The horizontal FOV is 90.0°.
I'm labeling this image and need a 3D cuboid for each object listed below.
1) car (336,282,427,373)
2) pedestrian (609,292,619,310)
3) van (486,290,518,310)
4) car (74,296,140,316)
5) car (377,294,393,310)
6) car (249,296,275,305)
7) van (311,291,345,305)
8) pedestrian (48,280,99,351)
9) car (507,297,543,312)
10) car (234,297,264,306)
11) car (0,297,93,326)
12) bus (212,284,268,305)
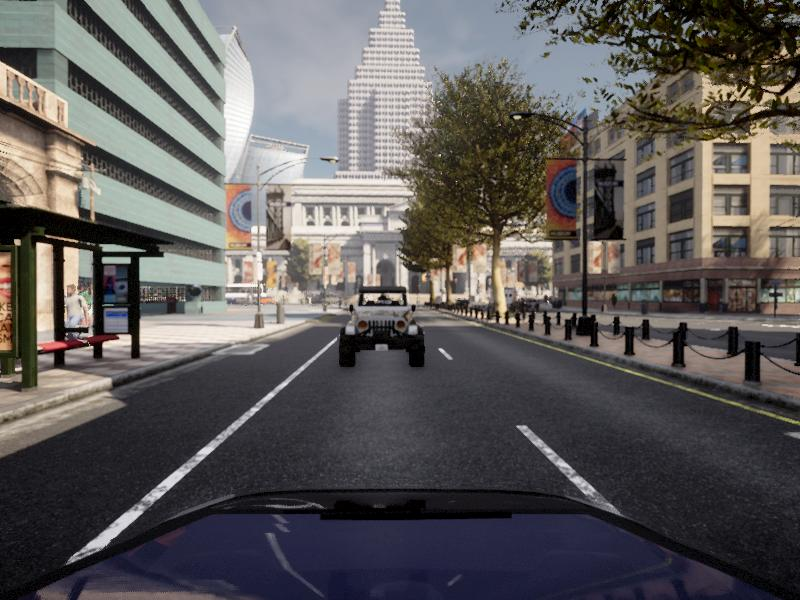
[{"bbox_3d":[-0.442,0.559,10.250,1.905,1.878,3.866,0,0,-2],"label":"car"},{"bbox_3d":[23.233,0.119,43.367,0.751,1.860,0.751,0,0,6],"label":"pedestrian"},{"bbox_3d":[13.029,-0.046,51.473,2.351,2.431,6.366,0,0,-2],"label":"van"},{"bbox_3d":[-24.782,0.453,34.087,2.128,1.511,4.902,0,0,-2],"label":"car"},{"bbox_3d":[-1.861,0.255,49.248,1.932,1.855,4.605,0,0,-2],"label":"car"},{"bbox_3d":[-27.723,0.064,80.648,4.553,1.767,2.097,0,0,-2],"label":"car"},{"bbox_3d":[-13.297,-0.289,74.102,5.915,2.561,1.988,0,0,-2],"label":"van"},{"bbox_3d":[-8.766,0.399,10.757,0.751,1.860,0.751,0,0,-1],"label":"pedestrian"},{"bbox_3d":[13.374,0.477,43.054,2.128,1.511,4.902,0,0,-2],"label":"car"},{"bbox_3d":[-27.788,0.246,73.643,4.611,1.667,2.242,0,0,-2],"label":"car"},{"bbox_3d":[-20.237,0.582,22.657,2.161,1.482,4.786,0,0,-2],"label":"car"},{"bbox_3d":[-33.391,-1.194,83.807,10.273,4.253,3.944,0,0,-2],"label":"bus"}]
